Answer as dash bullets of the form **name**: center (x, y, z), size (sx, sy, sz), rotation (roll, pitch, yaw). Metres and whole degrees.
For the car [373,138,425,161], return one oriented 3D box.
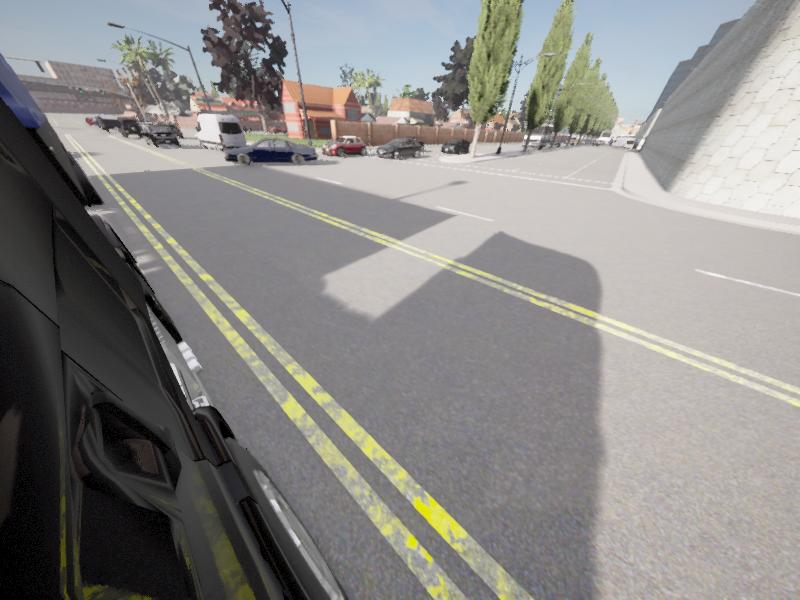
- **car**: center (0.028, -13.416, 20.500), size (1.837, 1.490, 4.892), rotation (28, 43, 30)

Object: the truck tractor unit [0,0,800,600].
- **truck tractor unit**: center (-2.645, -0.295, 0.351), size (6.516, 4.208, 3.053), rotation (28, 44, 30)

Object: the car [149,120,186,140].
- **car**: center (-30.118, -22.098, 29.963), size (4.605, 1.855, 1.932), rotation (27, 43, 29)

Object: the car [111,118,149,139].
- **car**: center (-32.708, -20.772, 27.997), size (3.866, 1.878, 1.905), rotation (28, 43, 30)

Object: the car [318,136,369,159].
- **car**: center (-4.794, -13.384, 20.164), size (1.970, 1.475, 3.806), rotation (29, 44, 30)

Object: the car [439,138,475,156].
- **car**: center (6.679, -18.032, 27.117), size (2.007, 1.525, 4.514), rotation (28, 43, 30)

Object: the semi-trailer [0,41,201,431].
- **semi-trailer**: center (-8.698, -3.593, 4.247), size (14.254, 4.402, 2.717), rotation (28, 43, 30)

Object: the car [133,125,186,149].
- **car**: center (-21.925, -14.879, 21.056), size (4.902, 1.511, 2.128), rotation (28, 44, 30)

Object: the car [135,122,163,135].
- **car**: center (-39.107, -26.726, 35.963), size (3.806, 1.475, 1.970), rotation (28, 43, 30)

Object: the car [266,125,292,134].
- **car**: center (-29.846, -42.149, 57.218), size (2.152, 1.651, 5.027), rotation (27, 43, 29)

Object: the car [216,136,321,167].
- **car**: center (-8.035, -9.446, 14.719), size (5.357, 1.411, 2.033), rotation (-12, 39, -19)

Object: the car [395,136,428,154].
- **car**: center (1.291, -17.589, 26.153), size (1.789, 1.549, 3.705), rotation (28, 43, 30)

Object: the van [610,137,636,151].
- **van**: center (59.757, -42.040, 62.076), size (1.988, 2.561, 5.915), rotation (8, 38, 8)

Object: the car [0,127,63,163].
- **car**: center (-21.583, -8.785, 12.987), size (1.994, 1.385, 4.181), rotation (-25, 45, -32)

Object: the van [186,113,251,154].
- **van**: center (-15.938, -14.680, 20.313), size (5.915, 2.561, 1.988), rotation (27, 43, 29)

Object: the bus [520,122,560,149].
- **bus**: center (29.858, -35.027, 49.212), size (3.944, 4.253, 10.273), rotation (28, 43, 30)

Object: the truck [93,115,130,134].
- **truck**: center (-44.593, -27.176, 35.692), size (6.274, 2.098, 2.390), rotation (28, 43, 30)
